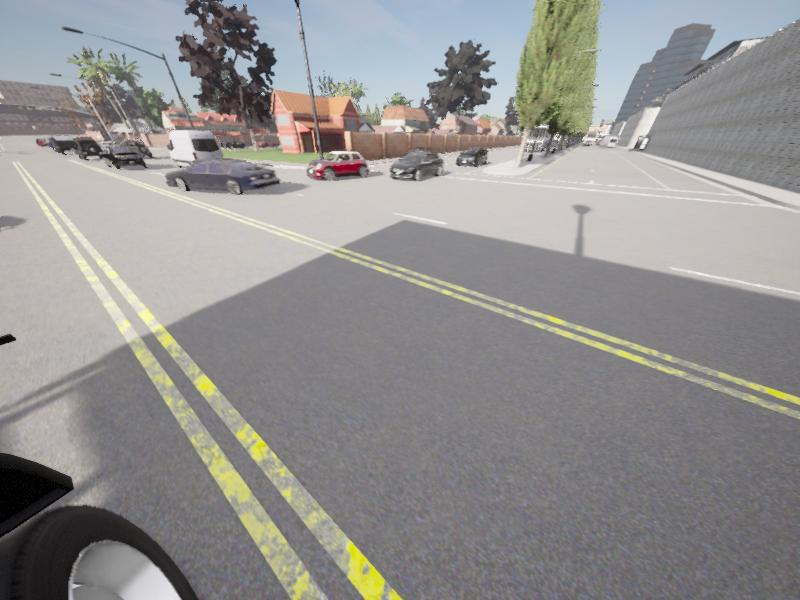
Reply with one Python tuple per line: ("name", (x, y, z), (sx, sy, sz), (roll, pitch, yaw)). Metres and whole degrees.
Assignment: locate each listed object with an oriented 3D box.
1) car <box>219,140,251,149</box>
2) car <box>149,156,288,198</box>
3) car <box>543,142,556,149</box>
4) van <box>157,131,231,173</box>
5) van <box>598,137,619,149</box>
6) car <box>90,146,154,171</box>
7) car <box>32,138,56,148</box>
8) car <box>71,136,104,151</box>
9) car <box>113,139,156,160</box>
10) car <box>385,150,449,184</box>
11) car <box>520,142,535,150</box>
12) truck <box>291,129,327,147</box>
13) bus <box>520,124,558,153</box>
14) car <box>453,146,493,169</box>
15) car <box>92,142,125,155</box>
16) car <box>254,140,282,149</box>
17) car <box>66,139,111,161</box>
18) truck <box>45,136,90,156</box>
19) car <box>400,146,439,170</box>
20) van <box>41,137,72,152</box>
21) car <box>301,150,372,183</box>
("car", (-34.523, -32.565, 48.490), (1.837, 1.490, 4.892), (21, 39, 27))
("car", (-8.597, -6.062, 11.221), (5.357, 1.411, 2.033), (8, 36, 11))
("car", (38.960, -40.308, 60.175), (2.128, 1.511, 4.902), (22, 41, 27))
("van", (-16.502, -11.933, 18.485), (5.915, 2.561, 1.988), (23, 41, 28))
("van", (58.742, -44.472, 65.242), (1.988, 2.561, 5.915), (10, 37, 13))
("car", (-23.041, -11.808, 19.138), (4.902, 1.511, 2.128), (22, 41, 28))
("car", (-74.354, -32.898, 48.278), (4.514, 1.525, 2.007), (23, 41, 27))
("car", (-54.851, -27.494, 40.585), (5.566, 2.045, 2.150), (22, 41, 28))
("car", (-31.279, -17.766, 27.205), (4.605, 1.855, 1.932), (23, 41, 27))
("car", (1.263, -8.901, 15.250), (1.837, 1.490, 4.892), (22, 41, 28))
("car", (30.536, -36.874, 55.156), (1.882, 1.535, 5.008), (22, 40, 27))
("truck", (-23.774, -42.801, 61.090), (2.891, 3.827, 8.468), (21, 40, 27))
("bus", (27.465, -31.730, 45.478), (3.944, 4.253, 10.273), (22, 41, 27))
("car", (7.084, -13.743, 22.143), (2.007, 1.525, 4.514), (22, 40, 27))
("car", (-42.781, -22.319, 33.888), (3.806, 1.475, 1.970), (22, 41, 28))
("car", (-30.448, -36.122, 53.467), (2.152, 1.651, 5.027), (21, 40, 27))
("car", (-34.176, -16.508, 25.376), (3.866, 1.878, 1.905), (22, 41, 28))
("truck", (-46.976, -21.822, 32.604), (6.274, 2.098, 2.390), (22, 41, 28))
("car", (1.819, -12.922, 20.906), (1.789, 1.549, 3.705), (22, 40, 27))
("van", (-56.892, -25.842, 38.276), (4.442, 1.987, 1.775), (22, 41, 28))
("car", (-3.990, -8.703, 14.937), (3.806, 1.475, 1.970), (-27, 43, -33))
